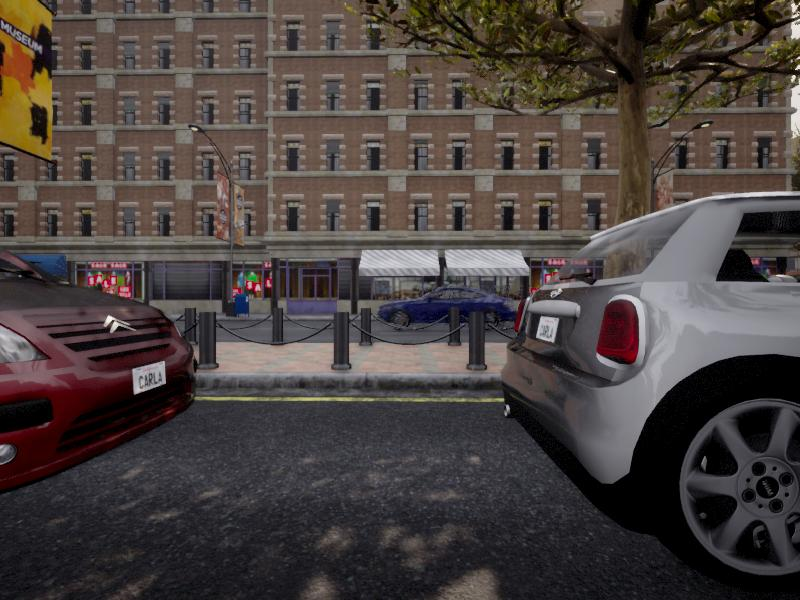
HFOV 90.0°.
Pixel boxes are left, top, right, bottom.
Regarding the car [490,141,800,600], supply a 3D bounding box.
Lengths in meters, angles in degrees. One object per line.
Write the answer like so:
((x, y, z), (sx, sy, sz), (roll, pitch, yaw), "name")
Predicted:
((2.600, 0.253, 2.173), (3.806, 1.475, 1.970), (0, 0, 1), "car")

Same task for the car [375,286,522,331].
((1.560, 0.269, 13.670), (4.674, 1.442, 1.812), (0, 0, 1), "car")

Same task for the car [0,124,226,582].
((-3.390, 0.188, 2.287), (3.988, 1.617, 1.851), (0, 0, 1), "car")
